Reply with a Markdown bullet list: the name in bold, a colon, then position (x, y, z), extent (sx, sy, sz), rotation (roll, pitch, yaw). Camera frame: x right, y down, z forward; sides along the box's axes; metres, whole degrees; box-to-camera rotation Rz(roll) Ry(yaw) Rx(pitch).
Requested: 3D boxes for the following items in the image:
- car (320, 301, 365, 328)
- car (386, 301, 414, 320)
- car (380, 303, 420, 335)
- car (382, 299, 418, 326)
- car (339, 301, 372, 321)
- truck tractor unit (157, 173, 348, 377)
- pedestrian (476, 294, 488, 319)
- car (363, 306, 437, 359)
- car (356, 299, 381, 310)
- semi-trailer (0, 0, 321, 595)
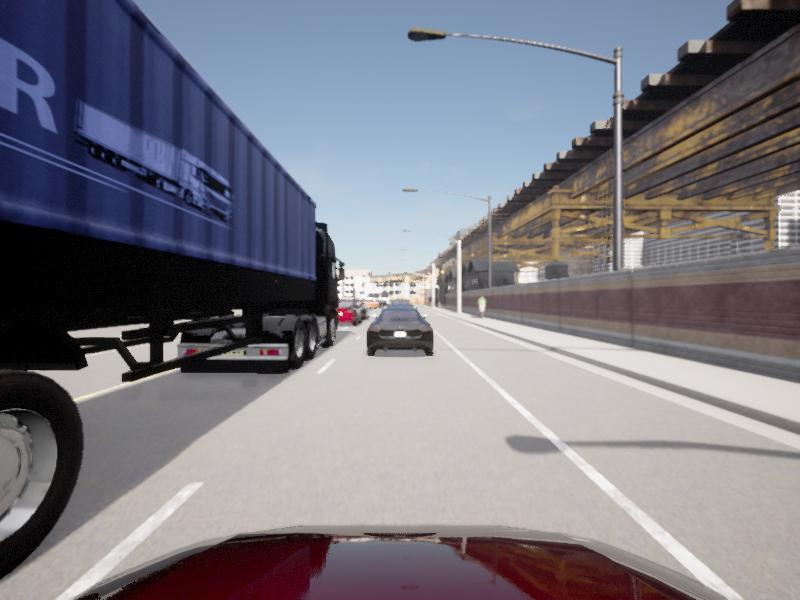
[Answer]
- **car**: position (-3.502, 0.846, 25.385), extent (2.163, 1.488, 4.792), rotation (0, 0, 0)
- **car**: position (-0.003, 0.830, 33.525), extent (2.128, 1.511, 4.902), rotation (0, 0, 0)
- **car**: position (-0.003, 0.866, 20.374), extent (1.812, 1.442, 4.674), rotation (0, 0, 0)
- **car**: position (0.000, 0.751, 26.717), extent (2.242, 1.667, 4.611), rotation (0, 0, 0)
- **car**: position (-3.504, 0.830, 32.258), extent (2.128, 1.511, 4.902), rotation (0, 0, 0)
- **truck tractor unit**: position (-3.489, -0.515, 11.552), extent (3.053, 4.208, 6.516), rotation (0, 0, 0)
- **pedestrian**: position (6.138, 0.479, 29.996), extent (0.751, 1.860, 0.751), rotation (0, 0, -1)
- **car**: position (-0.001, 0.905, 12.929), extent (1.994, 1.385, 4.181), rotation (0, 0, 0)
- **car**: position (-5.116, 0.682, 65.082), extent (2.097, 1.767, 4.553), rotation (0, 0, 24)
- **semi-trailer**: position (-3.503, -0.620, 3.631), extent (2.717, 4.402, 14.254), rotation (0, 0, 0)
